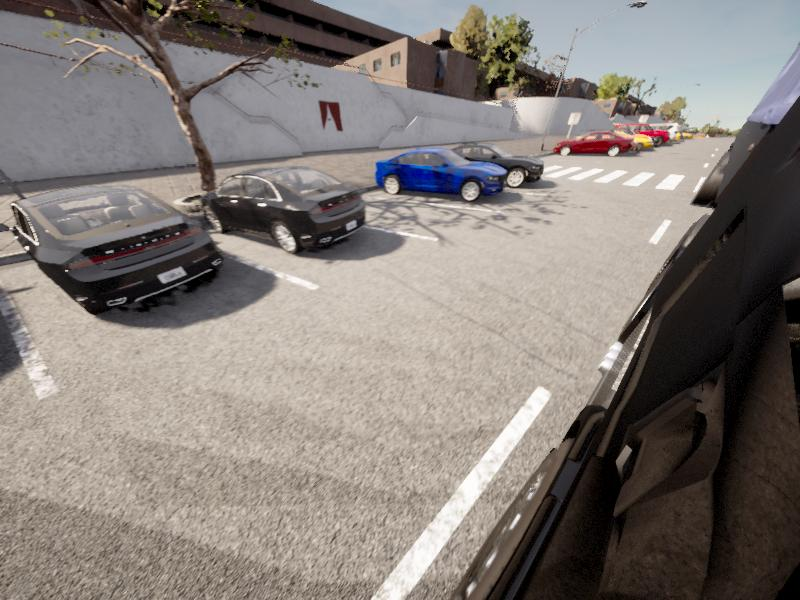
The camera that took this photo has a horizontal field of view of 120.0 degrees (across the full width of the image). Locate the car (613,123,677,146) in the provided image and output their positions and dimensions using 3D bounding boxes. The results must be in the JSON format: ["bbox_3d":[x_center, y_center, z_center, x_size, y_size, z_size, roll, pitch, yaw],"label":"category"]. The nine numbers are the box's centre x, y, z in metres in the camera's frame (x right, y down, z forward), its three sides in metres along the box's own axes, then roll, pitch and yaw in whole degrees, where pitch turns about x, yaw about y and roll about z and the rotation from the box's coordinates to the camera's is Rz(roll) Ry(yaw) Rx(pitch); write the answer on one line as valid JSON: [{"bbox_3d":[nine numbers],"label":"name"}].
[{"bbox_3d":[28.409,-19.319,27.055,4.442,1.987,1.878,17,39,24],"label":"car"}]

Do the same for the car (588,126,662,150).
[{"bbox_3d":[21.539,-15.759,22.492,4.553,1.767,2.185,17,40,24],"label":"car"}]

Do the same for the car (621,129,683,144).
[{"bbox_3d":[32.805,-21.488,30.373,5.008,1.535,2.097,17,39,24],"label":"car"}]

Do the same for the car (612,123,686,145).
[{"bbox_3d":[30.529,-20.538,28.660,5.566,2.045,2.435,17,40,24],"label":"car"}]

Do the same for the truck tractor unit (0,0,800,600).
[{"bbox_3d":[2.645,-0.295,0.351,6.516,4.208,3.053,-28,44,-30],"label":"truck tractor unit"}]

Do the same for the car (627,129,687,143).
[{"bbox_3d":[37.141,-23.842,33.588,5.366,1.575,1.946,17,39,24],"label":"car"}]

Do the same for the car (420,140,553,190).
[{"bbox_3d":[3.597,-6.066,10.236,5.008,1.535,2.097,17,40,24],"label":"car"}]

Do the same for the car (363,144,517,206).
[{"bbox_3d":[1.359,-4.854,8.721,5.008,1.535,2.097,17,40,25],"label":"car"}]

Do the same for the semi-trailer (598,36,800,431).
[{"bbox_3d":[8.666,-3.595,4.305,14.254,4.402,2.717,-28,44,-31],"label":"semi-trailer"}]

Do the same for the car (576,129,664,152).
[{"bbox_3d":[19.487,-14.424,20.926,5.366,1.575,1.946,17,40,24],"label":"car"}]

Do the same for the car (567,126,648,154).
[{"bbox_3d":[17.044,-13.392,19.392,4.553,1.767,2.185,17,40,24],"label":"car"}]

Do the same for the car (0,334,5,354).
[{"bbox_3d":[-7.674,-0.058,2.779,4.892,1.521,2.231,18,42,26],"label":"car"}]

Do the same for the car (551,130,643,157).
[{"bbox_3d":[14.832,-12.085,17.900,5.008,1.535,2.097,17,40,24],"label":"car"}]

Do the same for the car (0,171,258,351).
[{"bbox_3d":[-5.391,-1.241,4.237,4.892,1.521,2.231,18,41,26],"label":"car"}]

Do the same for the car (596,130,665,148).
[{"bbox_3d":[23.814,-16.794,24.132,4.674,1.452,2.002,17,39,24],"label":"car"}]

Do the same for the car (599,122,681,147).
[{"bbox_3d":[26.087,-18.197,25.514,5.566,2.045,2.435,17,39,24],"label":"car"}]

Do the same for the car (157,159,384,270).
[{"bbox_3d":[-3.122,-2.435,5.714,4.892,1.521,2.231,18,41,25],"label":"car"}]
